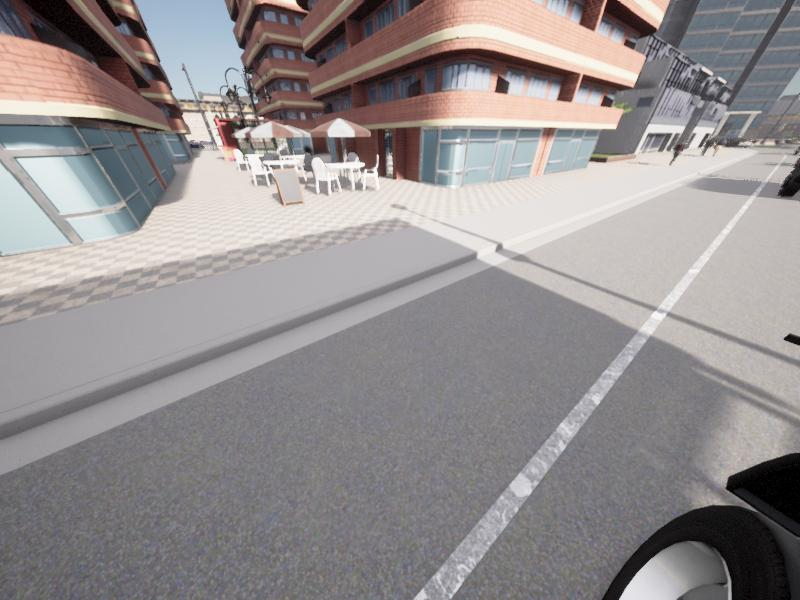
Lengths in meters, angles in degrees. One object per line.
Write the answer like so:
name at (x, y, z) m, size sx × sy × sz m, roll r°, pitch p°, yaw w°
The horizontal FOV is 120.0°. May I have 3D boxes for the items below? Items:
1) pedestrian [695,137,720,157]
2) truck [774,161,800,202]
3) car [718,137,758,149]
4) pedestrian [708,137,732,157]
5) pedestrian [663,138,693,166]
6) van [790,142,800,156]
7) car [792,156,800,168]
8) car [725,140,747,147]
pedestrian at (34.217, -17.026, 25.743) m, size 0.751 × 1.860 × 0.751 m, roll -14°, pitch 37°, yaw -18°
truck at (19.068, -5.618, 9.847) m, size 6.274 × 2.098 × 2.390 m, roll -23°, pitch 41°, yaw -28°
car at (66.341, -30.986, 45.502) m, size 1.932 × 1.855 × 4.605 m, roll 10°, pitch 36°, yaw 15°
pedestrian at (35.691, -17.070, 25.801) m, size 0.751 × 1.860 × 0.751 m, roll -24°, pitch 42°, yaw -30°
pedestrian at (22.388, -11.906, 18.618) m, size 0.751 × 1.860 × 0.751 m, roll -26°, pitch 42°, yaw -31°
van at (52.554, -19.660, 29.458) m, size 4.480 × 2.038 × 2.069 m, roll -23°, pitch 41°, yaw -29°
car at (34.875, -11.822, 19.109) m, size 4.181 × 1.385 × 1.994 m, roll -23°, pitch 41°, yaw -28°
car at (73.595, -34.342, 50.682) m, size 1.895 × 1.301 × 4.718 m, roll 29°, pitch 44°, yaw 35°
